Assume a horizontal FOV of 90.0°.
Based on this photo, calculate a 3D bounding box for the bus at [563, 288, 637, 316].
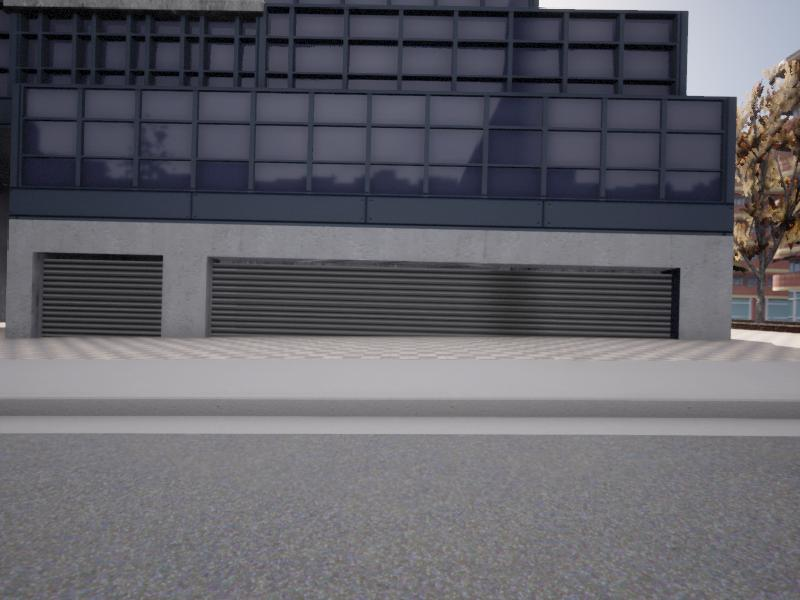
[{"bbox_3d":[32.953,0.304,66.287,10.273,4.253,3.944,1,0,0],"label":"bus"}]
